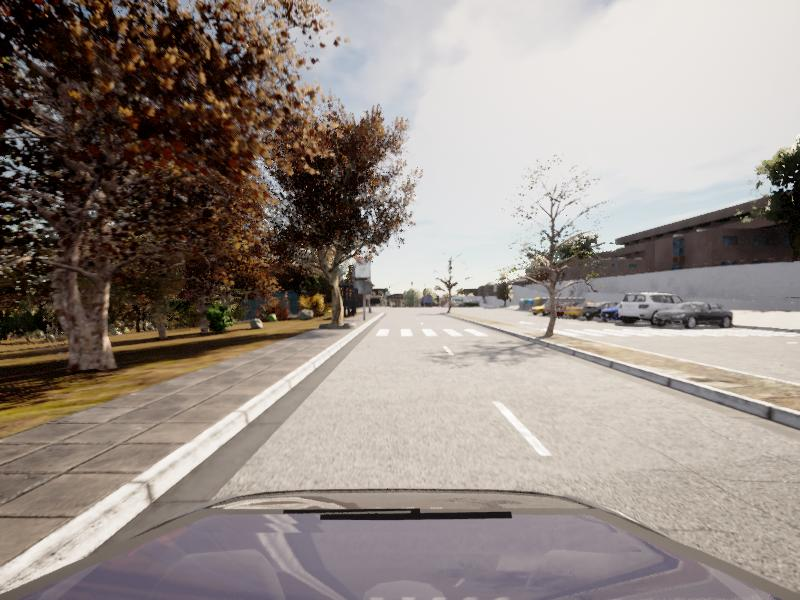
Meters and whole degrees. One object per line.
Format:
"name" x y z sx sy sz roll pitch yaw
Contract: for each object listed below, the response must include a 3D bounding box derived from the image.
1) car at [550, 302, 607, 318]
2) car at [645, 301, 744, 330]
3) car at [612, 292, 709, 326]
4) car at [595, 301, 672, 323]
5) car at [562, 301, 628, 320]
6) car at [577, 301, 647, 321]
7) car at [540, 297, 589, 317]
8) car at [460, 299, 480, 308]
"car" 16.931 0.930 37.945 4.792 1.488 2.163 1 -1 -20
"car" 16.904 0.838 23.017 4.892 1.521 2.231 1 0 -20
"car" 16.926 0.594 26.019 5.566 2.045 2.435 1 0 -20
"car" 16.905 0.856 28.983 5.008 1.535 2.097 1 0 -20
"car" 17.077 0.883 35.016 5.366 1.575 1.946 1 -1 -20
"car" 16.894 0.871 31.968 4.892 1.521 2.231 1 -1 -20
"car" 16.801 0.689 40.874 4.442 1.987 1.878 1 0 -20
"car" 16.840 0.930 96.141 4.442 1.987 1.878 1 -1 -20
